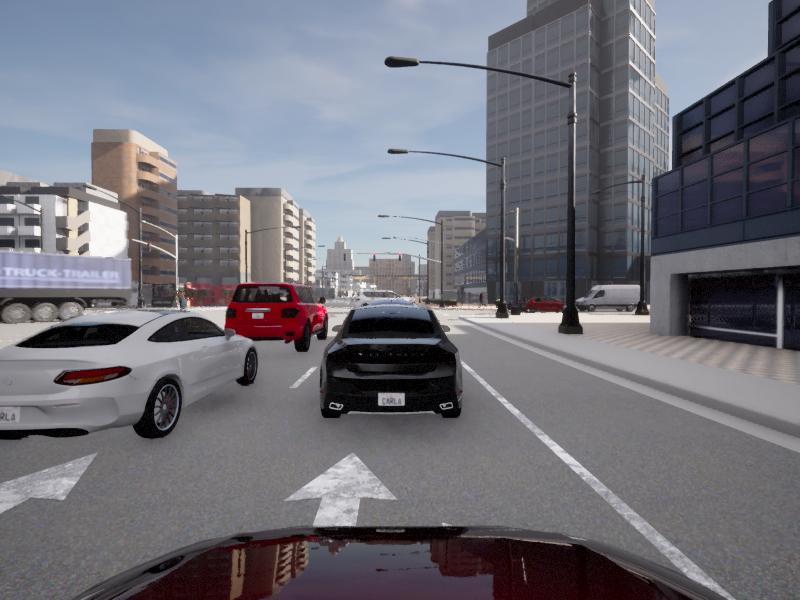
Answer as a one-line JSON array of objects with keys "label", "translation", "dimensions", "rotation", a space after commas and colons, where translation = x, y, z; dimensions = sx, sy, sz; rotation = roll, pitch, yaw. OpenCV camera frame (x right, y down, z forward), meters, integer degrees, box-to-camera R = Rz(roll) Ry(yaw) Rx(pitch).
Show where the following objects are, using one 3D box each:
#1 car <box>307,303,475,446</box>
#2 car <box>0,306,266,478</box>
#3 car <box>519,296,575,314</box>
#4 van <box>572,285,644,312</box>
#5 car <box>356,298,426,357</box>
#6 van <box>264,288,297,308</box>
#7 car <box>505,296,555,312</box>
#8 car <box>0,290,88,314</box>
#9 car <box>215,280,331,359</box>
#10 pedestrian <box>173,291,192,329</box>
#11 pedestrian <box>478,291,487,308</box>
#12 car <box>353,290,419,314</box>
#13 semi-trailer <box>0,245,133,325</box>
[{"label": "car", "translation": [-0.149, 0.835, 6.827], "dimensions": [1.837, 1.490, 4.892], "rotation": [0, 0, -1]}, {"label": "car", "translation": [-3.631, 0.861, 5.908], "dimensions": [1.812, 1.442, 4.674], "rotation": [0, 0, -1]}, {"label": "car", "translation": [12.769, 0.437, 34.960], "dimensions": [4.193, 1.474, 1.816], "rotation": [0, 1, 0]}, {"label": "van", "translation": [19.906, -0.155, 38.479], "dimensions": [5.915, 2.561, 1.988], "rotation": [0, 1, -1]}, {"label": "car", "translation": [-0.289, 0.737, 13.310], "dimensions": [1.882, 1.535, 5.008], "rotation": [0, 1, -1]}, {"label": "van", "translation": [-15.145, -0.233, 51.184], "dimensions": [2.351, 2.431, 6.366], "rotation": [0, 0, -1]}, {"label": "car", "translation": [12.427, 0.376, 38.379], "dimensions": [4.193, 1.474, 1.816], "rotation": [0, 1, -1]}, {"label": "car", "translation": [-30.398, 0.147, 34.248], "dimensions": [5.566, 2.045, 2.150], "rotation": [0, 1, -1]}, {"label": "car", "translation": [-3.796, 0.479, 13.206], "dimensions": [2.150, 2.045, 5.566], "rotation": [0, 1, -1]}, {"label": "pedestrian", "translation": [-10.904, 0.463, 20.060], "dimensions": [0.751, 1.860, 0.751], "rotation": [-1, 1, -33]}, {"label": "pedestrian", "translation": [8.788, -0.067, 42.587], "dimensions": [0.751, 1.860, 0.751], "rotation": [0, 1, -8]}, {"label": "car", "translation": [-1.182, 0.156, 35.093], "dimensions": [5.566, 2.045, 2.150], "rotation": [1, 1, 5]}, {"label": "semi-trailer", "translation": [-23.581, -0.833, 22.353], "dimensions": [2.717, 4.402, 14.254], "rotation": [1, 1, 38]}]
